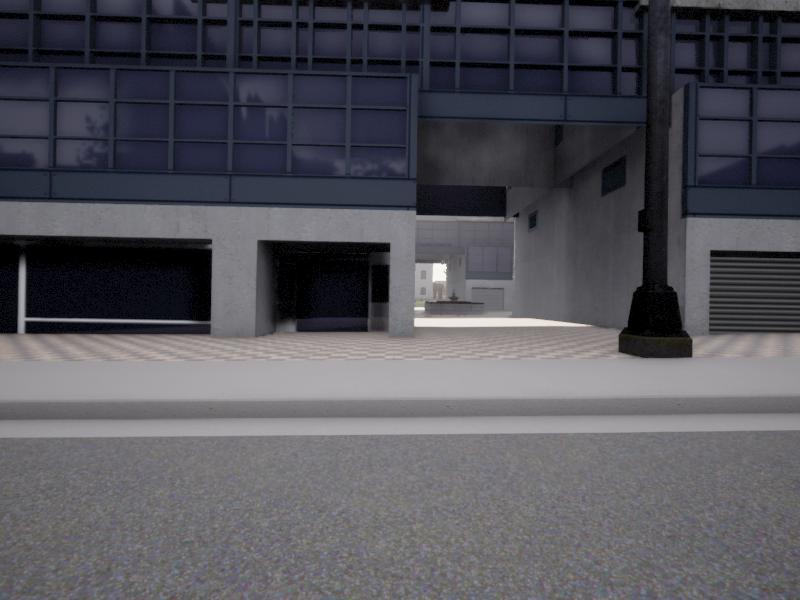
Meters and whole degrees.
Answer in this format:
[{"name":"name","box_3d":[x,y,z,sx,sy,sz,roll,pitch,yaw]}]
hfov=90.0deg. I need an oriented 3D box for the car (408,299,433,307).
[{"name":"car","box_3d":[3.796,0.568,74.559,4.514,1.525,2.007,1,0,4]}]
